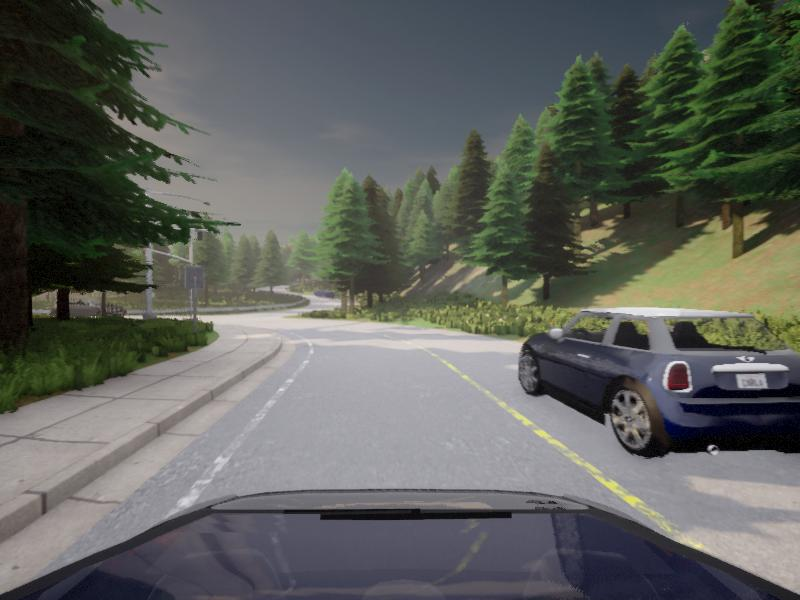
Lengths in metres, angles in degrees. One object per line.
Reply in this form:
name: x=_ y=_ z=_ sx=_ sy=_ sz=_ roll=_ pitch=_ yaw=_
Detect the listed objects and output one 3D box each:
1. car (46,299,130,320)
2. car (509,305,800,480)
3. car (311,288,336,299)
car: x=-24.617 y=0.738 z=31.689 sx=5.027 sy=1.651 sz=2.152 roll=0 pitch=0 yaw=1
car: x=3.115 y=0.843 z=5.489 sx=1.970 sy=1.475 sz=3.806 roll=0 pitch=0 yaw=-5
car: x=-13.634 y=-1.112 z=71.036 sx=1.882 sy=1.535 sz=5.008 roll=0 pitch=5 yaw=-42
